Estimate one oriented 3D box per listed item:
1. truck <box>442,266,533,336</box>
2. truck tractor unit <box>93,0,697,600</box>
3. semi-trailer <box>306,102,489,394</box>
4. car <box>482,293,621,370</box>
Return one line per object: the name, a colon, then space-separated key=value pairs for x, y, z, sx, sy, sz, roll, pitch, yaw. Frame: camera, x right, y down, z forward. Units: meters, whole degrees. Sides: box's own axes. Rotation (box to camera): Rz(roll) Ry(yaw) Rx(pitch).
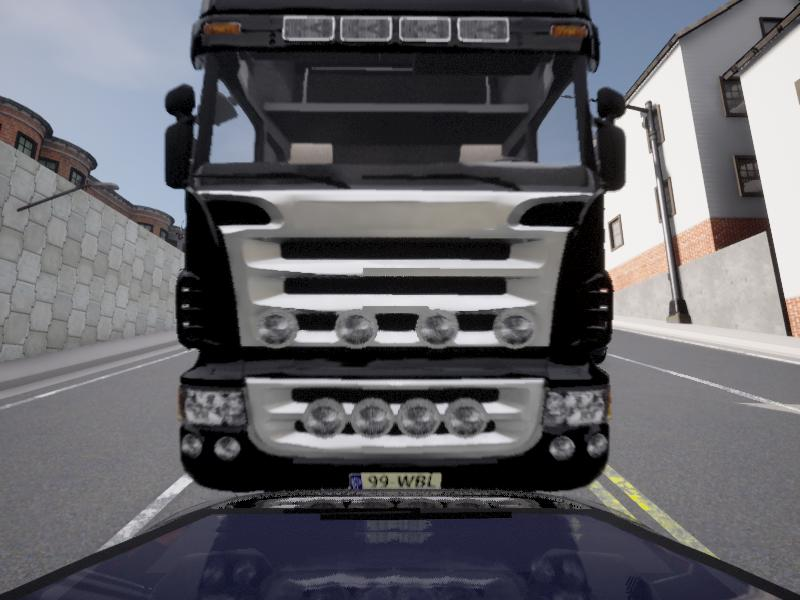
truck: x=3.408 y=-0.042 z=16.982 sx=2.627 sy=2.467 sz=5.204 roll=1 pitch=2 yaw=0
truck tractor unit: x=-0.048 y=-0.629 z=5.314 sx=3.053 sy=4.208 sz=6.516 roll=0 pitch=2 yaw=-1
semi-trailer: x=-0.074 y=-0.988 z=13.233 sx=2.717 sy=4.402 sz=14.254 roll=1 pitch=2 yaw=0
car: x=3.422 y=0.592 z=9.995 sx=1.816 sy=1.474 sz=4.193 roll=1 pitch=1 yaw=0
